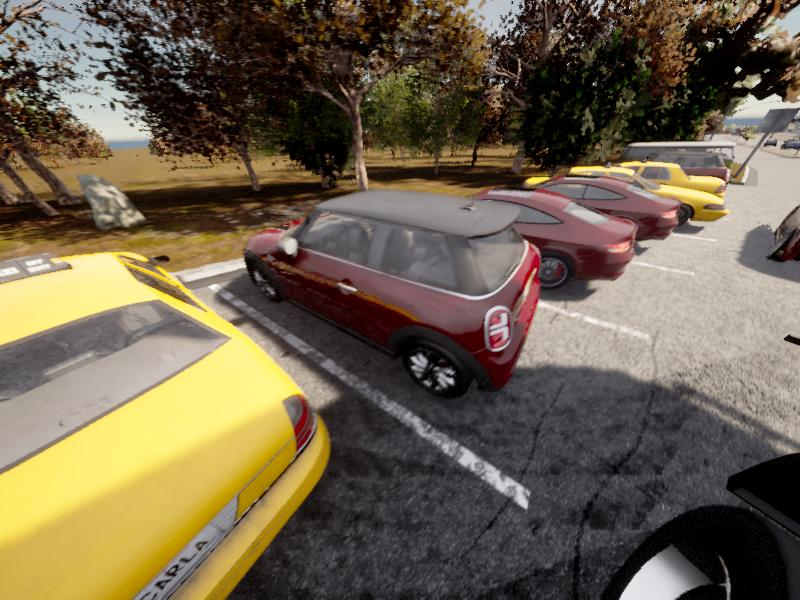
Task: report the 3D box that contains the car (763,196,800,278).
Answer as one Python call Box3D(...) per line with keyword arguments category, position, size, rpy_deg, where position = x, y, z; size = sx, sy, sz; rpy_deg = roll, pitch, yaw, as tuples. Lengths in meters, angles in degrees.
Box3D(category="car", position=(9.730, -1.462, 4.698), size=(4.181, 1.385, 1.994), rpy_deg=(-23, 41, -29))

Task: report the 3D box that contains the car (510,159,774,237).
Box3D(category="car", position=(6.888, -3.614, 7.641), size=(5.366, 1.575, 1.946), rpy_deg=(20, 40, 28))

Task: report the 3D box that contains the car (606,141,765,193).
Box3D(category="car", position=(13.932, -6.923, 11.883), size=(4.442, 1.987, 1.878), rpy_deg=(20, 39, 27))

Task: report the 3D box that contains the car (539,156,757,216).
Box3D(category="car", position=(8.956, -4.751, 9.242), size=(5.366, 1.575, 1.946), rpy_deg=(20, 40, 28))

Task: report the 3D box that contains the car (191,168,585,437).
Box3D(category="car", position=(-0.442, -0.725, 3.402), size=(4.553, 1.767, 2.185), rpy_deg=(21, 40, 29))

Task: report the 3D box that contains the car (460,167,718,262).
Box3D(category="car", position=(4.345, -2.612, 6.322), size=(4.674, 1.452, 2.002), rpy_deg=(20, 40, 28))

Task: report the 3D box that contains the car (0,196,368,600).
Box3D(category="car", position=(-3.038, 0.302, 2.187), size=(5.366, 1.575, 1.946), rpy_deg=(21, 41, 29))

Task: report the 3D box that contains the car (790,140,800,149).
Box3D(category="car", position=(85.905, -33.147, 49.104), size=(4.792, 1.488, 2.163), rpy_deg=(-28, 44, -34))

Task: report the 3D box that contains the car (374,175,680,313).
Box3D(category="car", position=(1.947, -1.600, 4.910), size=(4.674, 1.452, 2.002), rpy_deg=(21, 40, 28))

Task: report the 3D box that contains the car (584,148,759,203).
Box3D(category="car", position=(11.504, -5.820, 10.517), size=(4.553, 1.767, 2.185), rpy_deg=(20, 40, 27))
